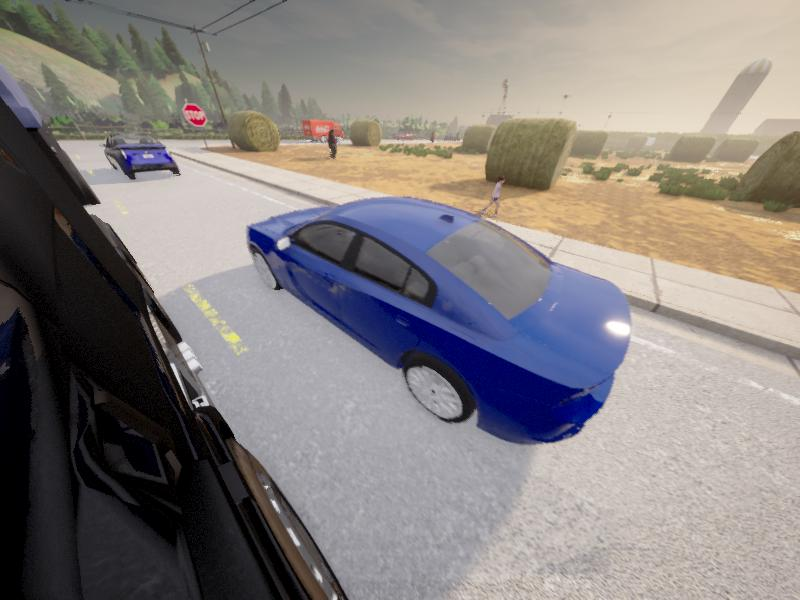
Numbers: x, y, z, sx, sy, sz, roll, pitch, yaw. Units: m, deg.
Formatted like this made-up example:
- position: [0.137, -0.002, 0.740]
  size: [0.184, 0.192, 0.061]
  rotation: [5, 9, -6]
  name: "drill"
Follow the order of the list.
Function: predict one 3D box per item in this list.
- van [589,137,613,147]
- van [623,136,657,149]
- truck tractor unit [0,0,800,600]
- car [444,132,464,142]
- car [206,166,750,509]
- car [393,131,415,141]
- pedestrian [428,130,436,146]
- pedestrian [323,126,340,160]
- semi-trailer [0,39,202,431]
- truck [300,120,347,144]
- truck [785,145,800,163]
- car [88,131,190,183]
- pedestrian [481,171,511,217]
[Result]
- position: [56.012, -43.968, 64.281]
  size: [4.480, 2.038, 2.069]
  rotation: [28, 43, 29]
  name: "van"
- position: [64.552, -42.451, 62.335]
  size: [5.915, 2.561, 1.988]
  rotation: [28, 43, 29]
  name: "van"
- position: [-2.645, -0.295, 0.351]
  size: [6.516, 4.208, 3.053]
  rotation: [28, 44, 30]
  name: "truck tractor unit"
- position: [12.073, -36.716, 51.948]
  size: [2.097, 1.767, 4.553]
  rotation: [30, 45, 31]
  name: "car"
- position: [-0.207, -0.522, 3.048]
  size: [5.008, 1.535, 1.882]
  rotation: [28, 43, 29]
  name: "car"
- position: [0.816, -32.666, 46.044]
  size: [2.007, 1.525, 4.514]
  rotation: [30, 45, 31]
  name: "car"
- position: [4.594, -23.020, 32.813]
  size: [0.751, 1.860, 0.751]
  rotation: [16, 39, 17]
  name: "pedestrian"
- position: [-4.598, -10.589, 15.646]
  size: [0.751, 1.860, 0.751]
  rotation: [-12, 39, -19]
  name: "pedestrian"
- position: [-8.731, -3.582, 4.196]
  size: [14.254, 4.402, 2.717]
  rotation: [28, 43, 29]
  name: "semi-trailer"
- position: [-10.246, -22.963, 31.587]
  size: [2.627, 2.467, 5.204]
  rotation: [30, 45, 32]
  name: "truck"
- position: [65.281, -23.012, 36.434]
  size: [2.627, 2.467, 5.204]
  rotation: [27, 43, 29]
  name: "truck"
- position: [-11.908, -6.656, 10.520]
  size: [4.514, 1.525, 2.007]
  rotation: [28, 43, 29]
  name: "car"
- position: [2.723, -3.041, 6.659]
  size: [0.500, 1.100, 0.500]
  rotation: [11, 38, 11]
  name: "pedestrian"
